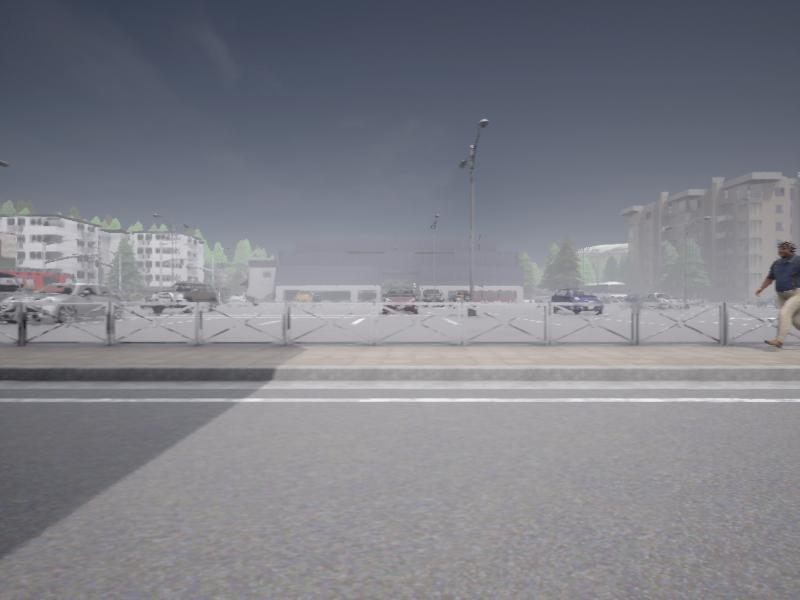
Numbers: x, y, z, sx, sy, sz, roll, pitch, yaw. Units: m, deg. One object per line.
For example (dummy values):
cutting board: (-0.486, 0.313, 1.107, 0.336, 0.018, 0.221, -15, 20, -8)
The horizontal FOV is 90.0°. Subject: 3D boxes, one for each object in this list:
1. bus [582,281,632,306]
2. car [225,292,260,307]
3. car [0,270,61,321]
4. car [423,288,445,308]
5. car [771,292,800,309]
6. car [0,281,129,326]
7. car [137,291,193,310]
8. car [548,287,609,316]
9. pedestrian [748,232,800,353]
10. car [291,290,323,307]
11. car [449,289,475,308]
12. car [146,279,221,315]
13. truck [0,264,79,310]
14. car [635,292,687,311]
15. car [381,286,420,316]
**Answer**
bus: (38.411, -1.141, 74.823, 3.944, 4.253, 10.273, 0, 0, -1)
car: (-15.824, -0.023, 40.400, 1.970, 1.475, 3.806, 0, 0, -1)
car: (-15.678, -0.179, 15.472, 1.905, 1.878, 3.866, 0, 0, -1)
car: (3.385, -0.180, 40.843, 1.905, 1.878, 3.866, 0, 0, -1)
car: (42.314, 0.050, 42.278, 1.932, 1.855, 4.605, 0, 0, -1)
car: (-12.349, 0.105, 14.882, 1.970, 1.475, 3.806, 0, 0, -1)
car: (-19.443, 0.043, 33.328, 2.007, 1.523, 4.514, 0, 0, -1)
car: (10.014, 0.063, 22.746, 1.845, 1.501, 3.633, 0, 0, -1)
pedestrian: (6.408, -0.115, 6.561, 0.751, 1.860, 0.751, 0, 0, -1)
car: (-9.409, -0.102, 40.763, 2.152, 1.636, 5.027, 0, 0, -1)
car: (6.288, -0.159, 41.273, 1.932, 1.855, 4.605, 0, 0, -1)
car: (-12.440, -0.158, 23.361, 1.932, 1.855, 4.605, 0, 0, -1)
truck: (-34.874, -1.109, 37.422, 2.891, 3.827, 8.468, 0, 0, 0)
car: (21.938, 0.127, 33.812, 1.970, 1.475, 3.806, 0, 0, -1)
car: (0.021, 0.042, 22.726, 2.007, 1.523, 4.514, 0, 0, -1)
